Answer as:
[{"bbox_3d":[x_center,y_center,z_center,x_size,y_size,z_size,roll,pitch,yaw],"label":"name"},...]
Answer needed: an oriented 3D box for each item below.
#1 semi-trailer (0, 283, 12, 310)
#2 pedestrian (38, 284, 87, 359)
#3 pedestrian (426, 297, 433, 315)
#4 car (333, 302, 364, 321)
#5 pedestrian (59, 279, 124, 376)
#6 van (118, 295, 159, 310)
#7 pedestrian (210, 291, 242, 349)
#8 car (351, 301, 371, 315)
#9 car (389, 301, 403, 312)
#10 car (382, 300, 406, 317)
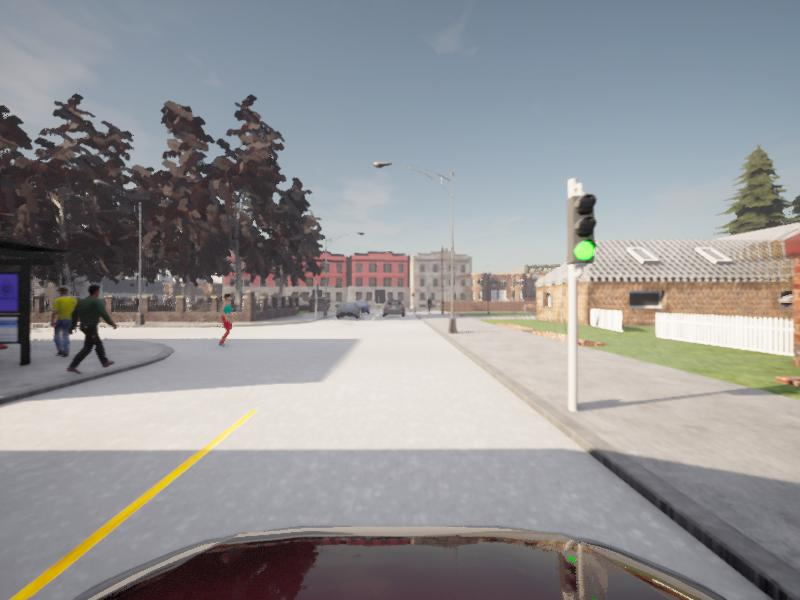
[{"bbox_3d":[-72.809,-0.543,66.363,14.254,4.402,2.717,0,0,-1],"label":"semi-trailer"},{"bbox_3d":[-8.739,0.536,10.380,0.751,1.860,0.751,0,0,29],"label":"pedestrian"},{"bbox_3d":[3.078,0.579,41.778,0.751,1.860,0.751,0,0,6],"label":"pedestrian"},{"bbox_3d":[-4.339,0.933,34.553,2.033,1.411,5.357,0,0,-1],"label":"car"},{"bbox_3d":[-6.286,0.534,8.192,0.751,1.860,0.751,0,0,14],"label":"pedestrian"},{"bbox_3d":[-45.938,0.400,70.420,5.915,2.561,1.988,0,0,-1],"label":"van"},{"bbox_3d":[-5.822,0.652,13.436,0.751,1.860,0.751,0,0,-2],"label":"pedestrian"},{"bbox_3d":[-4.499,0.874,46.637,1.882,1.535,5.008,0,0,-1],"label":"car"},{"bbox_3d":[-0.547,0.910,57.751,1.837,1.490,4.892,0,0,1],"label":"car"},{"bbox_3d":[-0.540,0.803,40.996,2.242,1.667,4.611,0,0,1],"label":"car"}]
